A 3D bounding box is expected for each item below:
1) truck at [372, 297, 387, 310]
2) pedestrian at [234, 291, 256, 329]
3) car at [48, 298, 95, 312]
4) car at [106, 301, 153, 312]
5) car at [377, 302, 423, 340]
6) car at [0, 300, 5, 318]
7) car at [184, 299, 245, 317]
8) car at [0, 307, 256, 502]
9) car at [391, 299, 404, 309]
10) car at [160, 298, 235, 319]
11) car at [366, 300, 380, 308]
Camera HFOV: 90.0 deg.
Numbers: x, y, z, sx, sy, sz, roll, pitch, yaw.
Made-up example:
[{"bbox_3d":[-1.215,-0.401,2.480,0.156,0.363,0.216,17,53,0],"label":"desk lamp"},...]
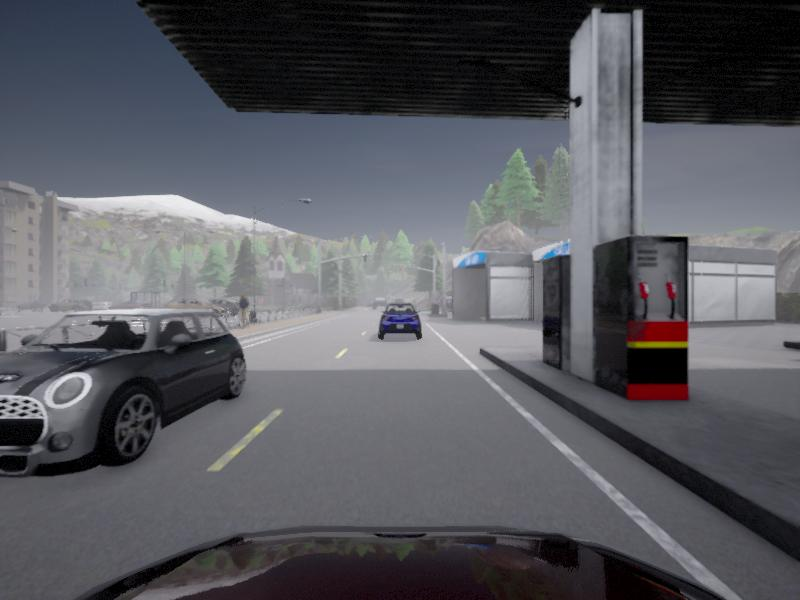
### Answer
[{"bbox_3d":[-3.488,0.561,70.769,2.390,2.098,6.274,0,0,-1],"label":"truck"},{"bbox_3d":[-7.883,0.491,20.322,0.751,1.860,0.751,0,0,11],"label":"pedestrian"},{"bbox_3d":[-43.527,0.669,53.022,4.605,1.855,1.932,0,0,-1],"label":"car"},{"bbox_3d":[-35.862,0.868,53.137,4.792,1.488,2.163,0,0,-1],"label":"car"},{"bbox_3d":[0.011,0.860,17.978,1.816,1.474,4.193,0,0,0],"label":"car"},{"bbox_3d":[-35.082,0.738,32.637,3.806,1.475,1.970,0,0,0],"label":"car"},{"bbox_3d":[-16.484,0.694,35.724,4.514,1.523,2.007,0,0,0],"label":"car"},{"bbox_3d":[-3.498,0.855,5.054,1.970,1.475,3.806,0,0,0],"label":"car"},{"bbox_3d":[-0.493,0.680,77.209,1.905,1.878,3.866,0,0,-10],"label":"car"},{"bbox_3d":[-16.415,0.684,32.587,5.027,1.636,2.152,0,0,0],"label":"car"},{"bbox_3d":[-5.812,0.798,85.686,1.930,1.638,5.238,0,0,-15],"label":"car"}]
